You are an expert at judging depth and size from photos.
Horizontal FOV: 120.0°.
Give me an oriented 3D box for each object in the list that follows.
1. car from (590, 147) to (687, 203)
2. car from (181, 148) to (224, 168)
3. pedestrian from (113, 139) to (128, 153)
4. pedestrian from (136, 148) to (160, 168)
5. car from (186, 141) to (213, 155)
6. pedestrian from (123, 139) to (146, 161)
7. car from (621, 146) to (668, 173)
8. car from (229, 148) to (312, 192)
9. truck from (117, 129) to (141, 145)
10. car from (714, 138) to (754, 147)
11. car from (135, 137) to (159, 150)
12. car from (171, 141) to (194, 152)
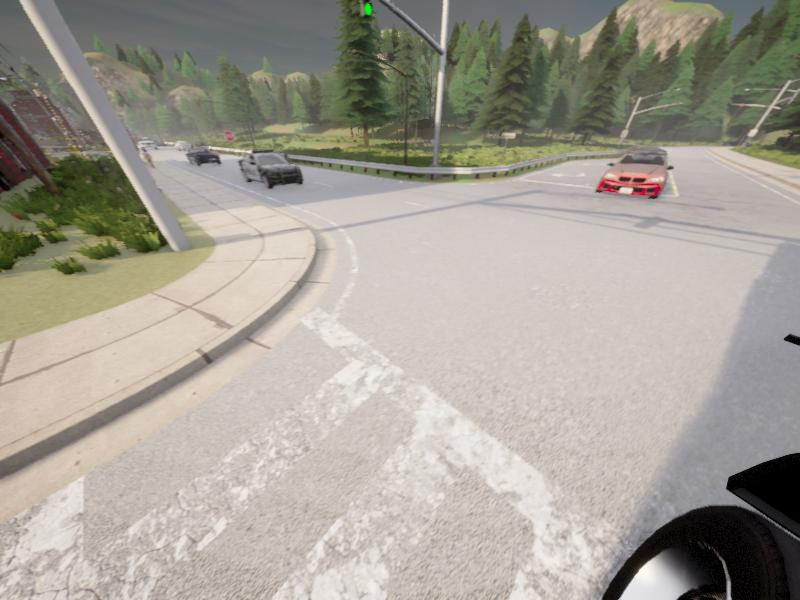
[{"bbox_3d":[10.979,-5.972,10.727,2.242,1.667,4.611,28,44,33],"label":"car"},{"bbox_3d":[-18.561,-13.435,21.688,4.718,1.301,1.895,29,45,34],"label":"car"},{"bbox_3d":[-44.845,-24.739,37.114,0.751,1.860,0.751,28,44,33],"label":"pedestrian"},{"bbox_3d":[-20.085,-11.307,18.411,0.751,1.300,0.751,30,45,35],"label":"pedestrian"},{"bbox_3d":[-29.621,-22.424,34.057,3.988,1.617,1.851,29,45,34],"label":"car"},{"bbox_3d":[-27.018,-15.287,23.534,0.751,1.860,0.751,26,43,32],"label":"pedestrian"},{"bbox_3d":[18.597,-10.756,17.552,1.816,1.474,4.193,28,44,33],"label":"car"},{"bbox_3d":[-7.352,-7.434,12.936,5.238,1.638,1.930,29,45,34],"label":"car"},{"bbox_3d":[-82.513,-49.498,70.302,8.468,3.827,2.891,29,45,34],"label":"truck"},{"bbox_3d":[70.510,-33.297,48.860,4.674,1.442,1.812,4,36,6],"label":"car"},{"bbox_3d":[-50.986,-31.501,46.497,5.566,2.045,2.150,29,45,34],"label":"car"},{"bbox_3d":[-38.771,-27.367,41.162,4.674,1.442,1.812,28,44,34],"label":"car"}]
